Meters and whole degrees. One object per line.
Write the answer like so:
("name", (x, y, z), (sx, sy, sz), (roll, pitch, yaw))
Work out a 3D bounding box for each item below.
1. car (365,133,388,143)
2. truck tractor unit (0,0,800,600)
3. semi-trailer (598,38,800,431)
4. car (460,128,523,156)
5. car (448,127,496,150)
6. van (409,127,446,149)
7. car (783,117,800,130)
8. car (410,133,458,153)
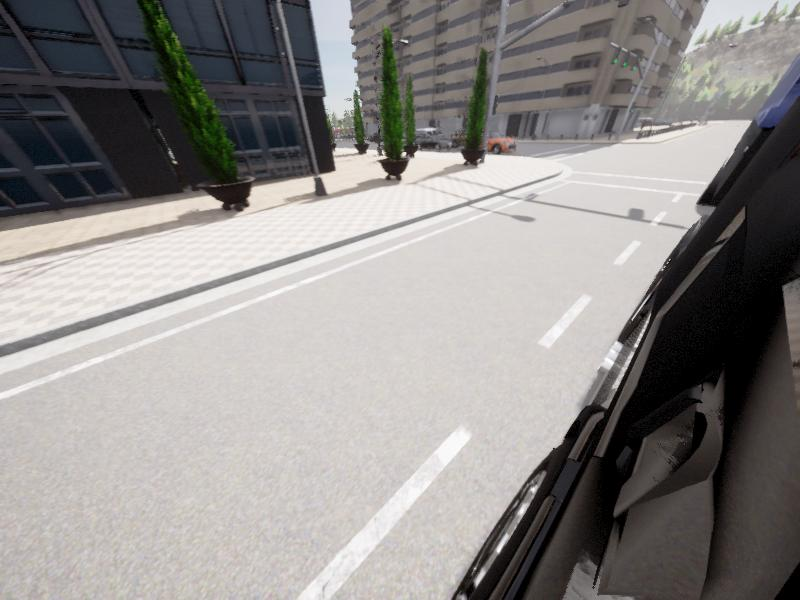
("car", (-4.758, -32.588, 46.531), (2.163, 1.488, 4.792), (-28, 43, -30))
("truck tractor unit", (2.645, -0.295, 0.352), (6.516, 4.208, 3.053), (-28, 44, -30))
("semi-trailer", (8.703, -3.585, 4.247), (14.254, 4.402, 2.717), (-28, 43, -30))
("car", (7.977, -14.073, 20.533), (2.097, 1.767, 4.553), (-27, 43, -29))
("car", (7.685, -17.596, 25.227), (1.932, 1.855, 4.605), (-28, 43, -30))
("van", (3.359, -20.651, 29.475), (2.069, 2.038, 4.480), (-28, 43, -30))
("car", (57.793, -25.557, 33.371), (4.181, 1.385, 1.994), (-28, 43, -30))
("car", (3.568, -17.027, 25.024), (2.128, 1.511, 4.902), (-28, 43, -30))
